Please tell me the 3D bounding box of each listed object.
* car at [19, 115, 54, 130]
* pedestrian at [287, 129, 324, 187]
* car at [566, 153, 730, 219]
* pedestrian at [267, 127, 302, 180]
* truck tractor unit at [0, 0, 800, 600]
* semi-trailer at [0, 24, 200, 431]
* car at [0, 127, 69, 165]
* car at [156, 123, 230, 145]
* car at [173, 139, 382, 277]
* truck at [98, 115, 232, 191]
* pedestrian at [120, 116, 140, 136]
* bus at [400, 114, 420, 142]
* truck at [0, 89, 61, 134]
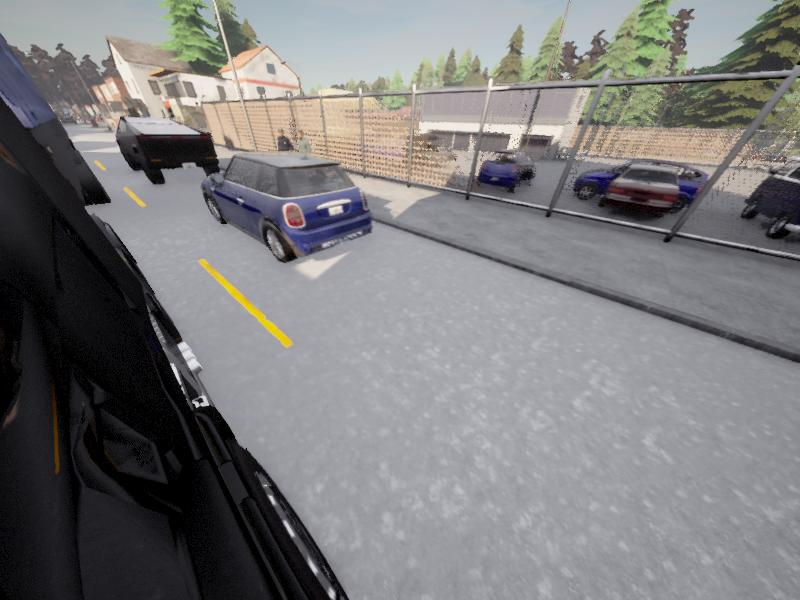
[{"bbox_3d":[-51.920,-25.398,33.097,4.792,1.488,2.163,28,44,30],"label":"car"},{"bbox_3d":[-3.693,-5.608,9.154,0.751,1.860,0.751,23,41,25],"label":"pedestrian"},{"bbox_3d":[8.938,-4.483,8.811,3.705,1.547,1.789,28,44,30],"label":"car"},{"bbox_3d":[-4.978,-6.382,10.108,0.751,1.860,0.751,1,37,-3],"label":"pedestrian"},{"bbox_3d":[-2.645,-0.295,0.351,6.516,4.208,3.053,28,44,30],"label":"truck tractor unit"},{"bbox_3d":[-8.613,-3.661,4.310,14.254,4.402,2.717,29,44,31],"label":"semi-trailer"},{"bbox_3d":[-20.005,-8.361,12.424,4.181,1.385,1.994,28,44,30],"label":"car"},{"bbox_3d":[-21.022,-17.029,23.733,1.930,1.638,5.238,32,46,33],"label":"car"},{"bbox_3d":[-2.804,-2.502,5.324,4.553,1.767,2.097,28,44,30],"label":"car"},{"bbox_3d":[-10.372,-6.650,10.137,6.274,2.098,2.390,28,44,30],"label":"truck"},{"bbox_3d":[-31.931,-20.560,27.351,0.751,1.860,0.751,-26,45,-33],"label":"pedestrian"},{"bbox_3d":[2.027,-37.783,50.800,3.944,4.253,10.273,2,37,-1],"label":"bus"},{"bbox_3d":[-44.825,-22.579,27.818,8.468,3.827,2.891,28,44,30],"label":"truck"}]
